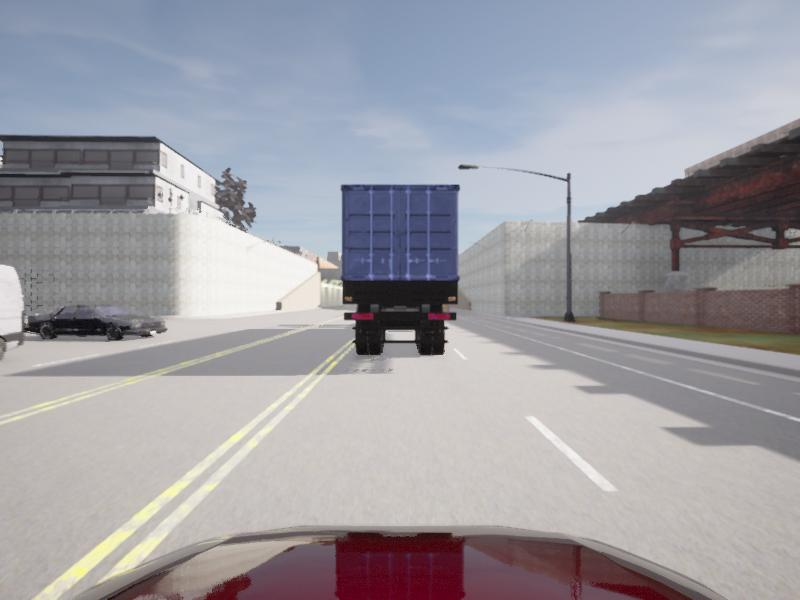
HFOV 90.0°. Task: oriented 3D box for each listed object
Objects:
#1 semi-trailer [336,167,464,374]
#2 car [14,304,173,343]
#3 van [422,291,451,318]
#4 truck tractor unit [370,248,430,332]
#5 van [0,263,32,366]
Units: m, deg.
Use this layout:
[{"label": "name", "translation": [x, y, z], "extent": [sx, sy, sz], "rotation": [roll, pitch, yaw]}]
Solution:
[{"label": "semi-trailer", "translation": [0.001, -0.615, 15.636], "extent": [2.717, 4.402, 14.254], "rotation": [0, 0, 0]}, {"label": "car", "translation": [-12.448, 0.897, 16.386], "extent": [5.357, 1.411, 2.033], "rotation": [0, 0, 9]}, {"label": "van", "translation": [3.497, 0.384, 39.611], "extent": [2.351, 2.431, 6.366], "rotation": [0, 0, 0]}, {"label": "truck tractor unit", "translation": [-0.003, -0.514, 23.551], "extent": [3.053, 4.208, 6.516], "rotation": [0, 0, 0]}, {"label": "van", "translation": [-10.412, 0.324, 7.918], "extent": [1.988, 2.561, 5.915], "rotation": [2, -1, -15]}]
